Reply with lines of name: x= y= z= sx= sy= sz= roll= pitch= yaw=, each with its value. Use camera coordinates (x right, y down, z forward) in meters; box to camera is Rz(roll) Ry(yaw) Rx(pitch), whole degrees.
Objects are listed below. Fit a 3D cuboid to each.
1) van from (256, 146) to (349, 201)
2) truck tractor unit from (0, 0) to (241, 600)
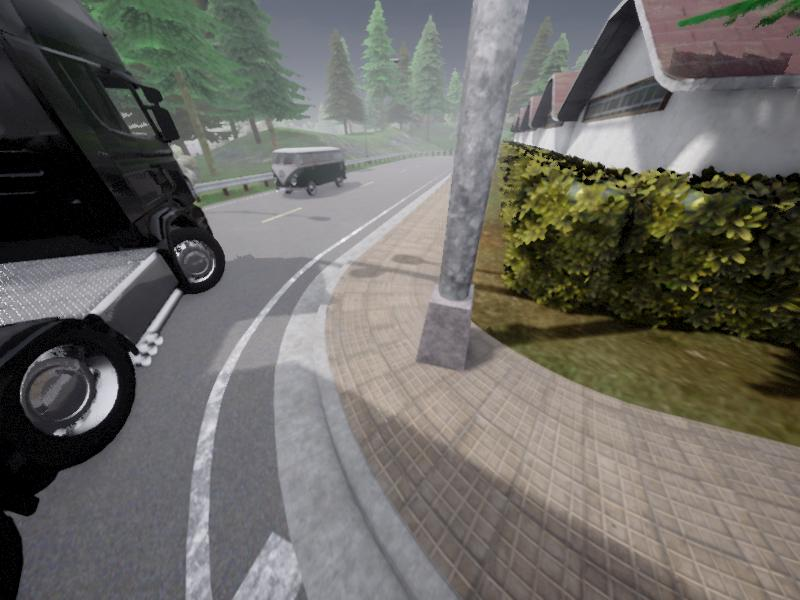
van: x=-4.648 y=-6.751 z=12.000 sx=1.775 sy=1.987 sz=4.442 roll=12 pitch=37 yaw=15
truck tractor unit: x=-4.126 y=-0.778 z=1.473 sx=3.053 sy=4.208 sz=6.516 roll=-12 pitch=37 yaw=-17
